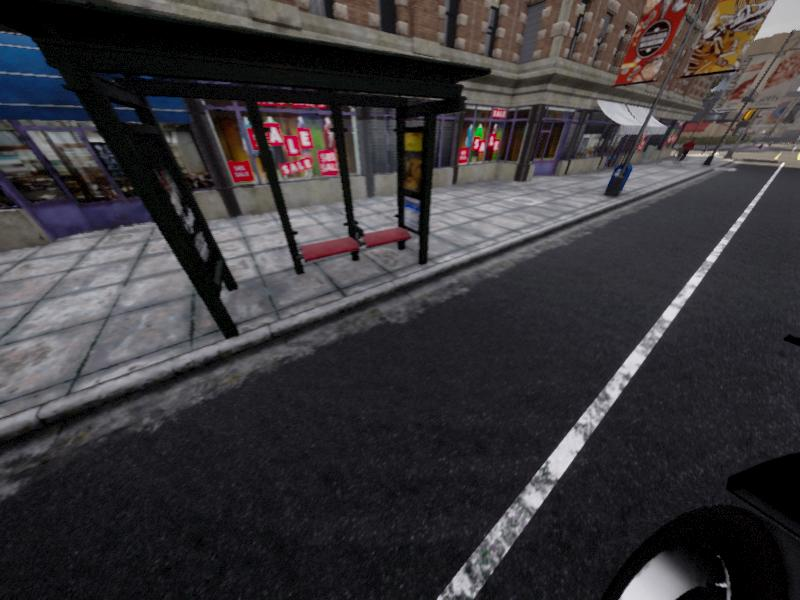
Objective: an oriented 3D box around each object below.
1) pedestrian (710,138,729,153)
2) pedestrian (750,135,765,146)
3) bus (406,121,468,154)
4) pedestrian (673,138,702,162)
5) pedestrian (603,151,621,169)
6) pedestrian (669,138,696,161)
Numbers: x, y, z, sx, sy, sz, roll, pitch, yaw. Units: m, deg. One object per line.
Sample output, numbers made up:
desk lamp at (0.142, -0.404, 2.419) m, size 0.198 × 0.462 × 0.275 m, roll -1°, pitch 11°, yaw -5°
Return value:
pedestrian at (47.260, -22.883, 34.153) m, size 0.751 × 1.860 × 0.751 m, roll -20°, pitch 40°, yaw -25°
pedestrian at (74.742, -33.229, 48.251) m, size 0.751 × 1.860 × 0.751 m, roll -16°, pitch 38°, yaw -21°
bus at (6.320, -28.107, 39.941) m, size 10.273 × 4.253 × 3.944 m, roll -22°, pitch 41°, yaw -28°
pedestrian at (26.296, -13.722, 21.137) m, size 0.751 × 1.860 × 0.751 m, roll -19°, pitch 39°, yaw -24°
pedestrian at (15.837, -10.473, 17.304) m, size 0.500 × 1.100 × 0.500 m, roll -24°, pitch 42°, yaw -30°
pedestrian at (27.218, -14.512, 22.246) m, size 0.751 × 1.860 × 0.751 m, roll -20°, pitch 40°, yaw -25°
